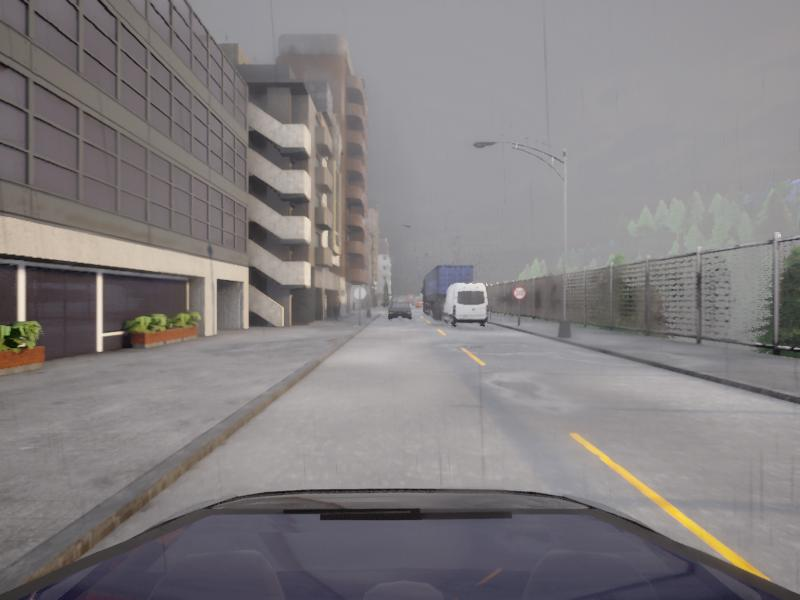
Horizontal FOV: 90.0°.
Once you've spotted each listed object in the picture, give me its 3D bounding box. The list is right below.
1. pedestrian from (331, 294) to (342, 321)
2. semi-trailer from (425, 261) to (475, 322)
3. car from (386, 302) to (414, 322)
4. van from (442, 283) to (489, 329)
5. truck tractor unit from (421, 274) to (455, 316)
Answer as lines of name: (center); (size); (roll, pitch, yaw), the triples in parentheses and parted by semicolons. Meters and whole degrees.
pedestrian: (-4.555, 0.532, 28.774); (0.751, 1.860, 0.751); (0, 0, -5)
semi-trailer: (3.996, -0.621, 35.837); (2.717, 4.402, 14.254); (0, 0, 0)
car: (0.006, 0.893, 32.288); (2.033, 1.411, 5.357); (0, 0, 0)
van: (4.000, 0.321, 25.369); (1.988, 2.561, 5.915); (0, 0, 0)
truck tractor unit: (3.993, -0.527, 43.754); (3.053, 4.208, 6.516); (0, 0, 0)
